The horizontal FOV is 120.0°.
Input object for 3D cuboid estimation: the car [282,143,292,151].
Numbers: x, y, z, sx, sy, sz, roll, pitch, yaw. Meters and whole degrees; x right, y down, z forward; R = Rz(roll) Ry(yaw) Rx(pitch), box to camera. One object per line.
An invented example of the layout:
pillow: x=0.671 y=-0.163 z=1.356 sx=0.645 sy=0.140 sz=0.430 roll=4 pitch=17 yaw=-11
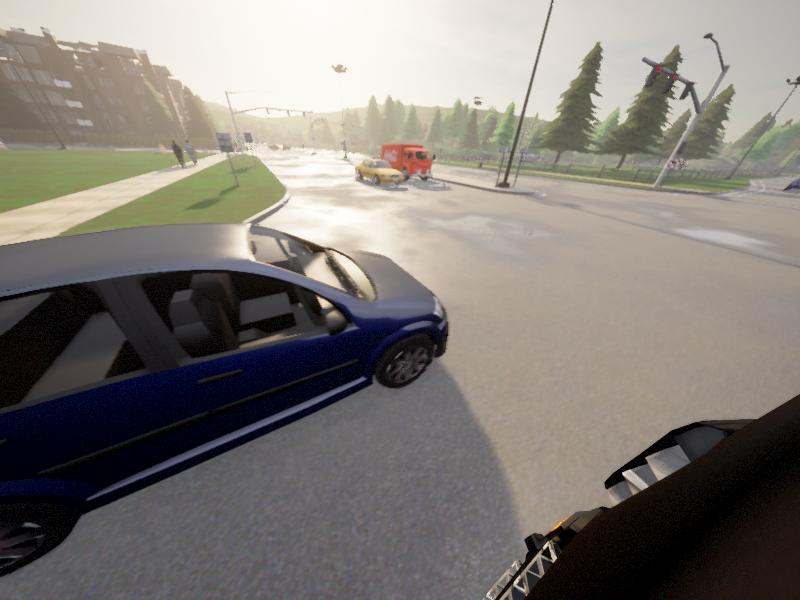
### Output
car: x=-33.691 y=-45.696 z=68.808 sx=1.905 sy=1.878 sz=3.866 roll=-16 pitch=38 yaw=-26

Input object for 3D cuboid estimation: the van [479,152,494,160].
van: x=28.426 y=-47.347 z=75.971 sx=4.442 sy=1.987 sz=1.775 roll=-16 pitch=38 yaw=-26

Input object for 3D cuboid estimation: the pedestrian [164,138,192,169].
pedestrian: x=-16.027 y=-10.574 z=16.730 sx=0.751 sy=1.860 sz=0.751 roll=-12 pitch=36 yaw=-21

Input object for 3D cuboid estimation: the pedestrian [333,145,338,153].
pedestrian: x=-18.145 y=-42.382 z=64.955 sx=0.751 sy=1.860 sz=0.751 roll=-22 pitch=41 yaw=-33

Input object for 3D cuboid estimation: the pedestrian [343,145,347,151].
pedestrian: x=-19.351 y=-53.341 z=81.141 sx=0.751 sy=1.860 sz=0.751 roll=-16 pitch=38 yaw=-26

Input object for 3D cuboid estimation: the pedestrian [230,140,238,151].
pedestrian: x=-35.260 y=-32.726 z=49.036 sx=0.751 sy=1.860 sz=0.751 roll=-13 pitch=37 yaw=-22

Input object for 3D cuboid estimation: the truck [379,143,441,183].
truck: x=0.548 y=-11.359 z=18.968 sx=2.627 sy=2.467 sz=5.204 roll=-15 pitch=37 yaw=-25

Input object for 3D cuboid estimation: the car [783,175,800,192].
car: x=44.592 y=-12.781 z=25.397 sx=4.193 sy=1.474 sz=1.816 roll=-16 pitch=38 yaw=-26

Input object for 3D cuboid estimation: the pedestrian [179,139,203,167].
pedestrian: x=-16.649 y=-11.744 z=18.453 sx=0.751 sy=1.860 sz=0.751 roll=-12 pitch=36 yaw=-22

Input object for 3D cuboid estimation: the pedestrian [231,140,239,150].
pedestrian: x=-37.045 y=-34.885 z=51.887 sx=0.751 sy=1.860 sz=0.751 roll=4 pitch=33 yaw=2

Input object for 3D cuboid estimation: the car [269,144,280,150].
car: x=-36.500 y=-44.377 z=67.108 sx=1.895 sy=1.301 sz=4.718 roll=-16 pitch=38 yaw=-26

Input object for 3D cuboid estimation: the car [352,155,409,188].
car: x=-1.558 y=-9.179 z=16.306 sx=1.801 sy=1.575 sz=5.366 roll=-15 pitch=38 yaw=-25

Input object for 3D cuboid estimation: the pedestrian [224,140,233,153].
pedestrian: x=-31.023 y=-27.677 z=41.728 sx=0.751 sy=1.860 sz=0.751 roll=-15 pitch=37 yaw=-25

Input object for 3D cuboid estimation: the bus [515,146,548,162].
bus: x=45.842 y=-50.862 z=80.564 sx=10.273 sy=4.253 sz=3.944 roll=-16 pitch=38 yaw=-26

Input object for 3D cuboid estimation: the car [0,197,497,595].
car: x=-1.417 y=0.173 z=2.148 sx=3.988 sy=1.617 sz=1.851 roll=-16 pitch=38 yaw=-26

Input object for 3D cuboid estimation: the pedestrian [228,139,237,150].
pedestrian: x=-37.655 y=-34.912 z=51.881 sx=0.751 sy=1.860 sz=0.751 roll=5 pitch=33 yaw=3

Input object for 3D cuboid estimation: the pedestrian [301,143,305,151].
pedestrian: x=-27.338 y=-43.114 z=65.079 sx=0.751 sy=1.860 sz=0.751 roll=-15 pitch=37 yaw=-25

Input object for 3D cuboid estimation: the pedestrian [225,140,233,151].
pedestrian: x=-35.746 y=-32.332 z=48.403 sx=0.751 sy=1.860 sz=0.751 roll=-12 pitch=36 yaw=-21
